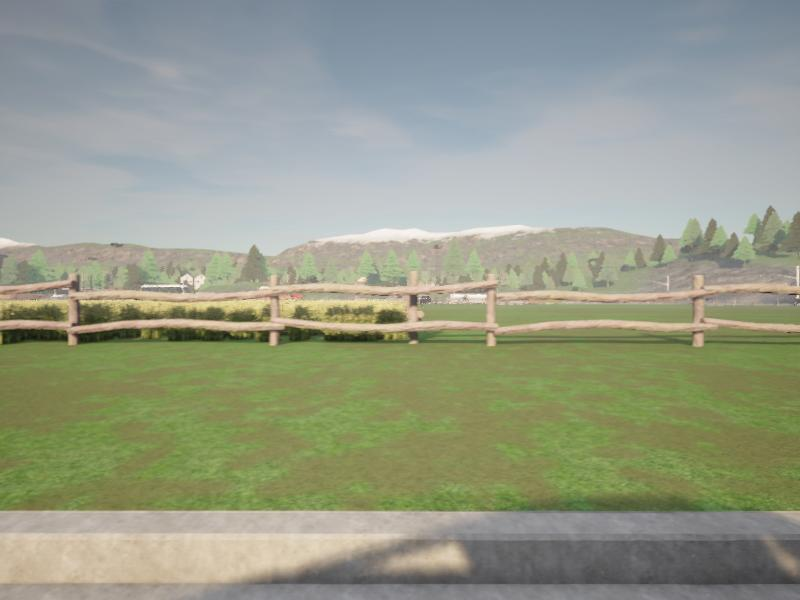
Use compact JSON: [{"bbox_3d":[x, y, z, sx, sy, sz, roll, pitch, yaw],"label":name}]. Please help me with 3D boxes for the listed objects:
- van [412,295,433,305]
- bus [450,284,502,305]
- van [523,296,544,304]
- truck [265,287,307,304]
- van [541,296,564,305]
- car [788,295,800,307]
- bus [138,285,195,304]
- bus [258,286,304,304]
[{"bbox_3d":[4.998,-0.022,88.406,4.480,2.038,2.069,0,0,0],"label":"van"},{"bbox_3d":[16.050,-1.124,85.080,10.273,4.253,3.944,0,0,0],"label":"bus"},{"bbox_3d":[33.031,0.028,99.043,4.442,1.987,1.775,0,0,0],"label":"van"},{"bbox_3d":[-25.162,-0.949,88.253,8.468,3.827,2.891,0,0,0],"label":"truck"},{"bbox_3d":[33.692,0.029,88.546,4.442,1.987,1.775,0,0,0],"label":"van"},{"bbox_3d":[63.470,0.105,62.486,1.905,1.878,3.866,0,0,0],"label":"car"},{"bbox_3d":[-51.272,-1.188,88.252,10.273,4.253,3.944,0,0,0],"label":"bus"},{"bbox_3d":[-29.230,-1.167,98.860,10.273,4.253,3.944,0,0,0],"label":"bus"}]
